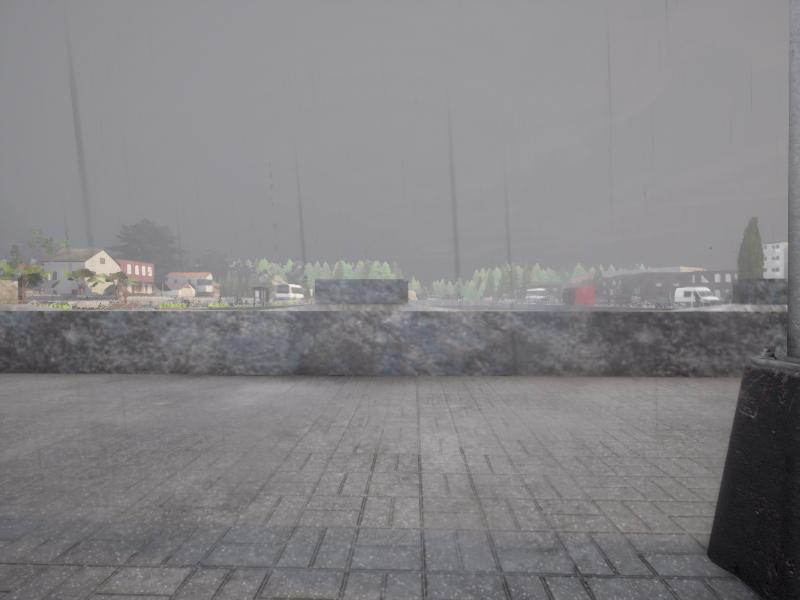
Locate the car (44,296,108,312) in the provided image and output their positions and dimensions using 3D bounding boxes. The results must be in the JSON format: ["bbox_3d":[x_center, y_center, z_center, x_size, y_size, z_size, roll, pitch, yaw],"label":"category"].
[{"bbox_3d":[-29.338,0.344,36.473,1.895,1.301,4.718,0,0,2],"label":"car"}]

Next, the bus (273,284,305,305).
[{"bbox_3d":[-23.770,-1.139,86.380,3.944,4.253,10.273,0,0,2],"label":"bus"}]

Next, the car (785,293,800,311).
[{"bbox_3d":[36.340,0.201,34.239,1.801,1.575,5.366,0,0,2],"label":"car"}]

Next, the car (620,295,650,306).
[{"bbox_3d":[37.324,0.097,63.706,2.097,1.767,4.553,0,0,2],"label":"car"}]

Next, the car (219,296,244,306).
[{"bbox_3d":[-28.297,0.168,67.284,2.033,1.649,4.856,0,0,2],"label":"car"}]

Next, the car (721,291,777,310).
[{"bbox_3d":[36.603,0.052,42.120,1.932,1.855,4.605,0,0,2],"label":"car"}]

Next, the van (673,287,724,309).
[{"bbox_3d":[36.850,-0.278,49.652,1.988,2.561,5.915,0,0,2],"label":"van"}]

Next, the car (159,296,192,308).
[{"bbox_3d":[-28.830,0.253,51.544,1.970,1.475,3.806,0,0,2],"label":"car"}]
